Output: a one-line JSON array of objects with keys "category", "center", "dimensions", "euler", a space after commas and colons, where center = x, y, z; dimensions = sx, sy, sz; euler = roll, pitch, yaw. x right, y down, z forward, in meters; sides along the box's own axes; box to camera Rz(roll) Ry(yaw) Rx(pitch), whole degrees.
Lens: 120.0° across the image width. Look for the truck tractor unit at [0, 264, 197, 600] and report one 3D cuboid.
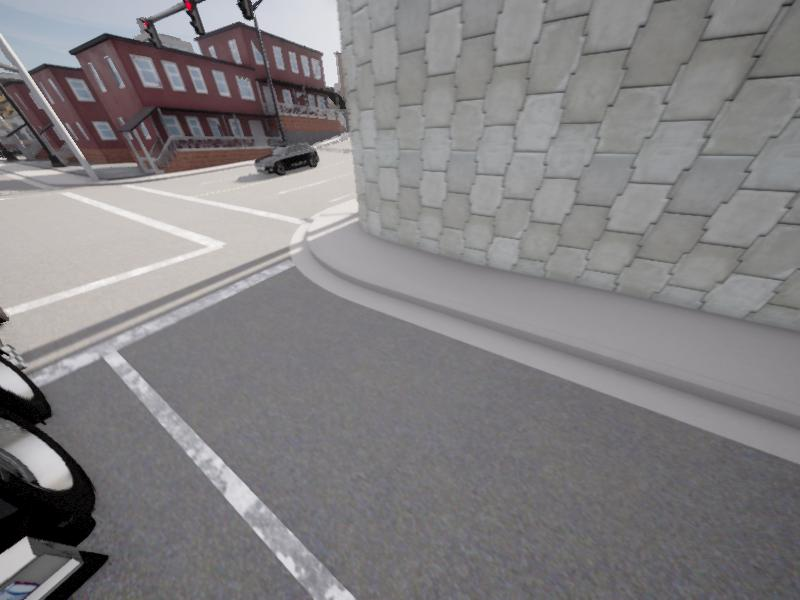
[{"category": "truck tractor unit", "center": [-5.114, -0.297, 0.780], "dimensions": [6.516, 4.208, 3.053], "euler": [18, 39, 24]}]
